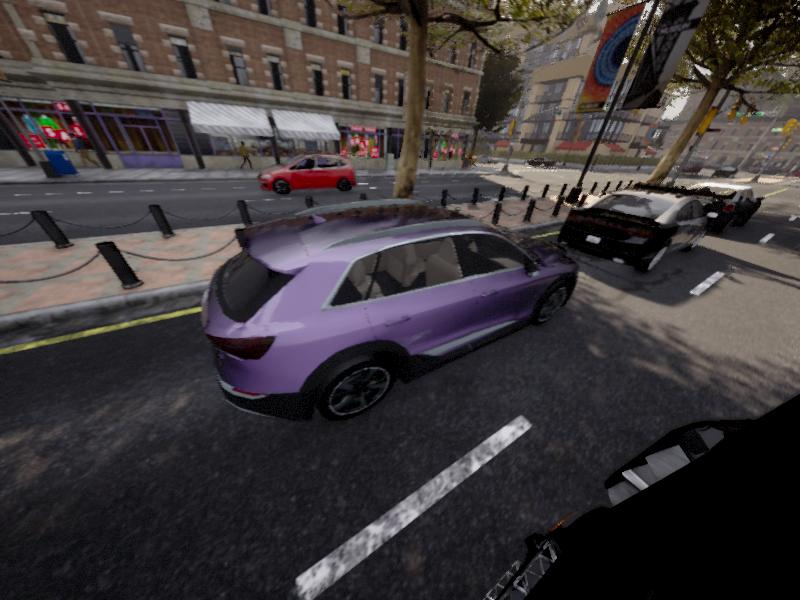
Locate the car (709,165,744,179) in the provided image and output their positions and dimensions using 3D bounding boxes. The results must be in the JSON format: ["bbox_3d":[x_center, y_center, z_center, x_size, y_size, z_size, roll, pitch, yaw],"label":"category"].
[{"bbox_3d":[51.187,-20.135,36.204,5.238,1.638,1.930,-16,38,-26],"label":"car"}]

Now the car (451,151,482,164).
[{"bbox_3d":[11.687,-25.401,41.162,1.801,1.575,5.366,-16,38,-26],"label":"car"}]

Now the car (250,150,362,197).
[{"bbox_3d":[-4.551,-6.377,11.560,4.611,1.667,2.242,-16,38,-26],"label":"car"}]

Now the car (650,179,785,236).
[{"bbox_3d":[12.415,-3.767,9.111,3.806,1.475,1.970,-14,38,-24],"label":"car"}]

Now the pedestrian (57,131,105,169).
[{"bbox_3d":[-18.788,-8.838,13.680,0.751,1.860,0.751,-15,38,-25],"label":"pedestrian"}]

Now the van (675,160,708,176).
[{"bbox_3d":[47.388,-21.438,37.551,4.442,1.987,1.775,-16,38,-26],"label":"van"}]

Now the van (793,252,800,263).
[{"bbox_3d":[13.816,-2.351,6.154,5.915,2.561,1.988,-16,38,-26],"label":"van"}]

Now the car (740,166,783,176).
[{"bbox_3d":[79.099,-28.281,50.609,5.357,1.411,2.033,4,34,2],"label":"car"}]

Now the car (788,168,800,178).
[{"bbox_3d":[79.927,-24.755,45.315,1.851,1.617,3.988,18,37,21],"label":"car"}]

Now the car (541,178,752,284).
[{"bbox_3d":[6.511,-2.140,6.103,5.238,1.638,1.930,-16,38,-26],"label":"car"}]

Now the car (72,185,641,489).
[{"bbox_3d":[0.411,-0.382,3.044,4.856,1.649,2.033,-16,38,-26],"label":"car"}]

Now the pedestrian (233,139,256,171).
[{"bbox_3d":[-10.858,-10.121,16.179,0.751,1.860,0.751,-19,40,-29],"label":"pedestrian"}]

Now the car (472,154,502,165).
[{"bbox_3d":[15.557,-25.314,41.576,1.895,1.301,4.718,-16,38,-26],"label":"car"}]

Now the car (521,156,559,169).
[{"bbox_3d":[22.530,-22.243,37.343,1.837,1.490,4.892,-15,38,-25],"label":"car"}]
